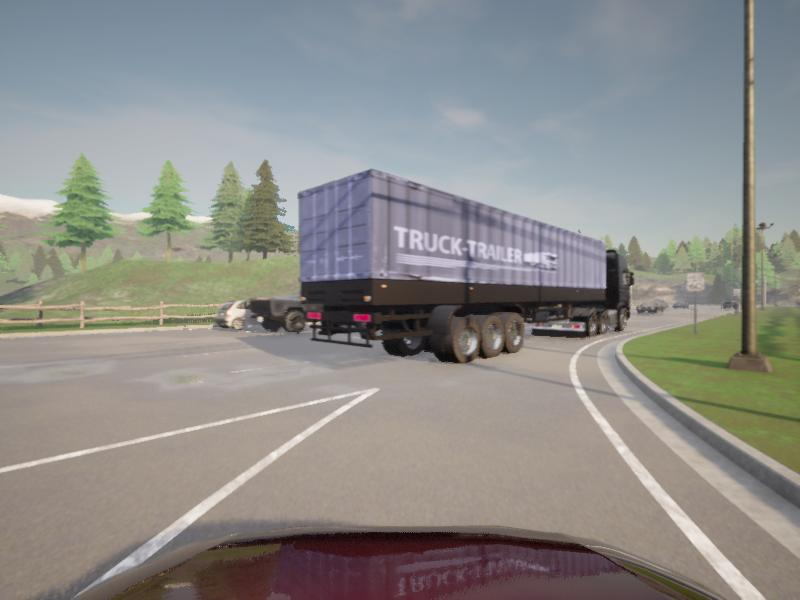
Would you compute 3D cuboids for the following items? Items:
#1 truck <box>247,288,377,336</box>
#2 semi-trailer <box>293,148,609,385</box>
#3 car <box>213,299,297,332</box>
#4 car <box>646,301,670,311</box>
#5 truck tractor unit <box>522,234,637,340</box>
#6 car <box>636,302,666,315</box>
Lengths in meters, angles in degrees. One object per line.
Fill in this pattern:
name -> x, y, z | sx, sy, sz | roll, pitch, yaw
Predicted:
truck -> -4.332, 0.535, 20.748 | 2.390, 2.098, 6.274 | 0, 0, 44
semi-trailer -> 3.400, -0.623, 13.550 | 2.717, 4.402, 14.254 | 0, 0, 43
car -> -7.920, 0.780, 22.068 | 1.851, 1.617, 3.988 | 0, 0, 44
car -> 39.513, 0.872, 61.190 | 2.033, 1.411, 5.357 | 0, 0, 44
truck tractor unit -> 8.853, -0.529, 19.286 | 3.053, 4.208, 6.516 | 0, 0, 44
car -> 27.405, 0.928, 43.589 | 1.895, 1.301, 4.718 | 0, 0, 44
